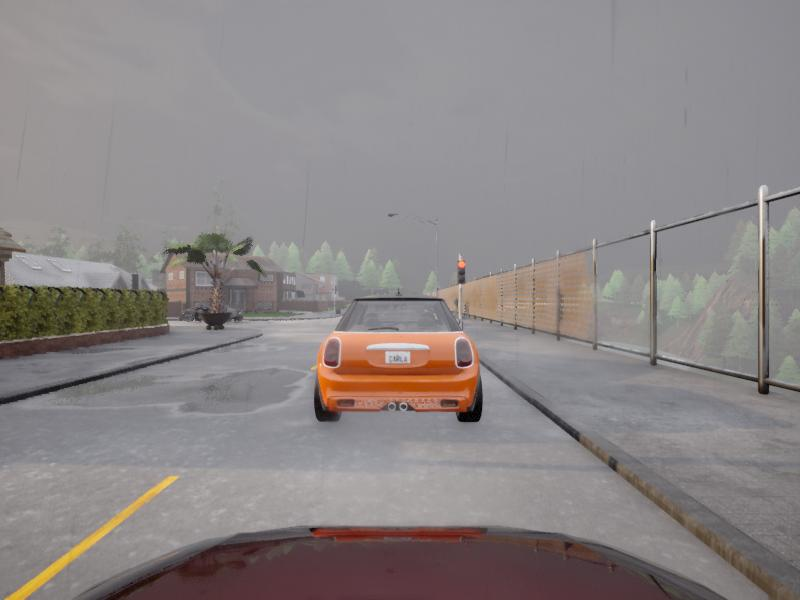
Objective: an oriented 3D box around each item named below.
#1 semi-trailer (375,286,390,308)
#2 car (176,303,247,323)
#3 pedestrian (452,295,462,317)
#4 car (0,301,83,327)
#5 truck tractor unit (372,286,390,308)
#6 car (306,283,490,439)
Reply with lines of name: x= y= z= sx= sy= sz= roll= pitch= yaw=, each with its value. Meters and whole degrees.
semi-trailer: x=-3.659 y=-0.619 z=86.039 sx=2.717 sy=4.402 sz=14.254 roll=0 pitch=0 yaw=0
car: x=-13.447 y=0.907 z=28.726 sx=4.181 sy=1.385 sz=1.994 roll=0 pitch=0 yaw=-1
pedestrian: x=4.851 y=0.533 z=33.934 sx=0.751 sy=1.860 sz=0.751 roll=0 pitch=0 yaw=1
car: x=-22.932 y=0.823 z=24.855 sx=5.008 sy=1.535 sz=1.882 roll=0 pitch=0 yaw=1
truck tractor unit: x=-3.639 y=-0.524 z=78.124 sx=3.053 sy=4.208 sz=6.516 roll=0 pitch=0 yaw=0
car: x=-0.001 y=0.694 z=6.836 sx=2.097 sy=1.767 sz=4.553 roll=0 pitch=0 yaw=1
